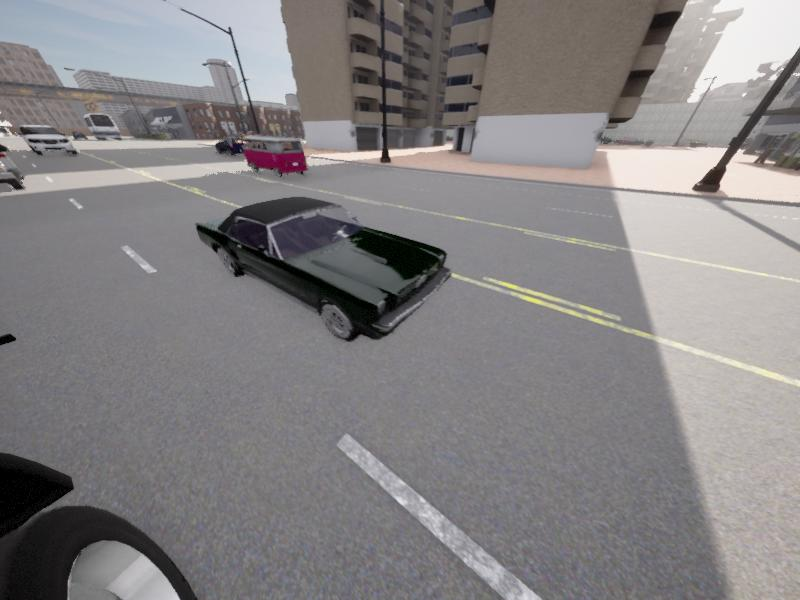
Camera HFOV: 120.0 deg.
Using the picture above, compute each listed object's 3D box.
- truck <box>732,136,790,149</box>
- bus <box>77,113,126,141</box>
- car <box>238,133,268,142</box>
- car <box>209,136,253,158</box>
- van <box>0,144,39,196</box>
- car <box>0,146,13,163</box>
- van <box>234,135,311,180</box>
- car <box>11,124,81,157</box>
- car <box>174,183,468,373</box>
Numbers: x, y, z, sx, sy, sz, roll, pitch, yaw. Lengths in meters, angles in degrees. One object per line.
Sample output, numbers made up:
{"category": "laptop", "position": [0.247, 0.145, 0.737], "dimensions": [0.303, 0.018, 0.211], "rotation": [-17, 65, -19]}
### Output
{"category": "truck", "position": [78.356, -34.397, 50.338], "dimensions": [6.274, 2.098, 2.390], "rotation": [24, 41, 29]}
{"category": "bus", "position": [-61.758, -35.688, 47.804], "dimensions": [10.273, 4.253, 3.944], "rotation": [25, 42, 30]}
{"category": "car", "position": [-31.550, -35.007, 49.733], "dimensions": [1.882, 1.535, 5.008], "rotation": [24, 41, 29]}
{"category": "car", "position": [-16.621, -15.080, 22.700], "dimensions": [3.633, 1.501, 1.845], "rotation": [24, 41, 27]}
{"category": "van", "position": [-18.171, -6.030, 9.481], "dimensions": [6.366, 2.431, 2.351], "rotation": [24, 41, 27]}
{"category": "car", "position": [-28.978, -10.382, 15.686], "dimensions": [4.902, 1.511, 2.128], "rotation": [23, 41, 27]}
{"category": "van", "position": [-7.849, -8.900, 14.279], "dimensions": [4.442, 1.987, 1.775], "rotation": [24, 41, 27]}
{"category": "car", "position": [-29.888, -13.526, 19.504], "dimensions": [5.566, 2.045, 2.150], "rotation": [24, 41, 27]}
{"category": "car", "position": [-1.541, -0.930, 4.028], "dimensions": [4.718, 1.301, 1.895], "rotation": [23, 41, 27]}
